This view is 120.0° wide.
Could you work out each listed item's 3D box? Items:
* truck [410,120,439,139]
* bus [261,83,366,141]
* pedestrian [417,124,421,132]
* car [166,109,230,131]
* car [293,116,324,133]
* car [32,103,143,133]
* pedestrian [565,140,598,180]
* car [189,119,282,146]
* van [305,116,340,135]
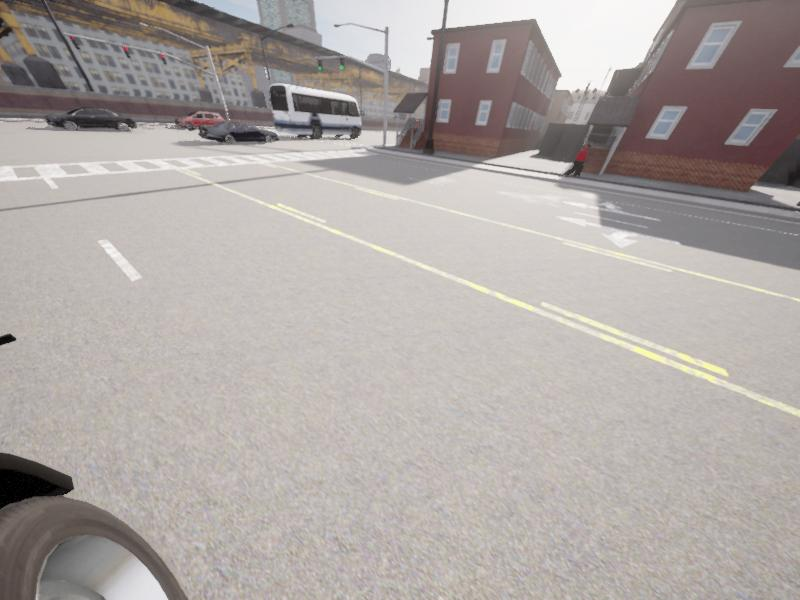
[{"bbox_3d":[4.374,-30.484,41.512,2.627,2.467,5.204,26,42,25],"label":"truck"},{"bbox_3d":[-8.840,-20.672,25.935,3.944,4.253,10.273,26,42,25],"label":"bus"},{"bbox_3d":[5.445,-48.694,65.431,0.751,1.860,0.751,24,42,23],"label":"pedestrian"},{"bbox_3d":[-22.186,-19.899,25.624,2.242,1.667,4.611,26,43,25],"label":"car"},{"bbox_3d":[-13.819,-26.693,35.134,1.905,1.878,3.866,26,43,25],"label":"car"},{"bbox_3d":[-24.431,-14.364,18.363,1.837,1.490,4.892,26,42,25],"label":"car"},{"bbox_3d":[10.350,-7.989,13.223,0.751,1.860,0.751,25,42,24],"label":"pedestrian"},{"bbox_3d":[-12.387,-12.976,17.929,2.033,1.411,5.357,26,42,25],"label":"car"},{"bbox_3d":[-11.079,-25.251,33.485,1.775,1.987,4.442,26,42,25],"label":"van"}]
